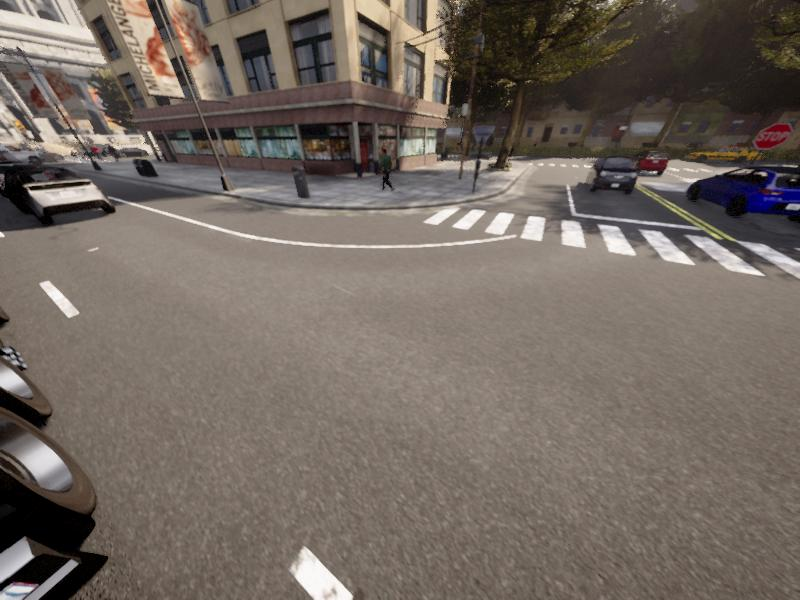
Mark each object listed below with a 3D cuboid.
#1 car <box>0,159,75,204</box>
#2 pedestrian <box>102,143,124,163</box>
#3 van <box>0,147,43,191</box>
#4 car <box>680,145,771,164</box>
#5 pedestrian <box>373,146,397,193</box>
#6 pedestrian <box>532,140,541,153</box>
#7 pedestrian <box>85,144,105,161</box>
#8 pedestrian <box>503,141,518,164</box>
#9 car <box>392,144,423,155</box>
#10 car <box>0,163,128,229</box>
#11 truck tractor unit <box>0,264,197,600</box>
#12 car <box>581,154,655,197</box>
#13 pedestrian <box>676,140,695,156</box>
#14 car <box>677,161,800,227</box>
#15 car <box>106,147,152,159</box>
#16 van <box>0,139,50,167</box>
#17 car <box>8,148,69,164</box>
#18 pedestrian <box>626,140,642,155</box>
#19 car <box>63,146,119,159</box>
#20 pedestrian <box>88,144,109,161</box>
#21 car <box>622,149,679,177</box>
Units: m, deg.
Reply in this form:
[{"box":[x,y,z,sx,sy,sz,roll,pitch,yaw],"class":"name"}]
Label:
[{"box":[-18.088,-5.768,11.056,3.633,1.501,1.845,18,39,24],"class":"car"},{"box":[-32.502,-16.668,26.192,0.751,1.860,0.751,22,41,28],"class":"pedestrian"},{"box":[-23.896,-7.809,13.625,4.442,1.987,1.775,18,39,24],"class":"van"},{"box":[34.947,-15.858,25.106,5.366,1.575,1.801,18,39,24],"class":"car"},{"box":[-0.650,-6.088,10.795,0.751,1.860,0.751,18,39,24],"class":"pedestrian"},{"box":[23.367,-26.332,39.656,0.751,1.860,0.751,18,39,24],"class":"pedestrian"},{"box":[-39.950,-19.298,30.282,0.751,1.860,0.751,-25,42,-31],"class":"pedestrian"},{"box":[11.117,-14.857,23.287,0.751,1.860,0.751,27,43,34],"class":"pedestrian"},{"box":[1.291,-26.799,41.073,5.008,1.535,1.882,18,39,24],"class":"car"},{"box":[-12.661,-3.978,8.454,4.514,1.525,2.007,18,39,24],"class":"car"},{"box":[-5.120,-0.289,0.791,6.516,4.208,3.053,18,39,24],"class":"truck tractor unit"},{"box":[11.024,-6.591,12.031,1.845,1.501,3.633,17,38,23],"class":"car"},{"box":[39.579,-21.081,32.011,0.751,1.860,0.751,18,39,24],"class":"pedestrian"},{"box":[12.855,-4.080,8.465,1.816,1.474,4.193,14,37,20],"class":"car"},{"box":[-43.268,-23.615,36.969,1.994,1.385,4.181,18,39,25],"class":"car"},{"box":[-43.693,-15.677,24.663,2.351,2.431,6.366,18,39,25],"class":"van"},{"box":[-44.980,-18.018,28.813,1.845,1.501,3.633,18,39,25],"class":"car"},{"box":[34.175,-22.274,33.761,0.751,1.860,0.751,16,38,22],"class":"pedestrian"},{"box":[-47.996,-22.981,35.995,2.163,1.488,4.792,18,39,25],"class":"car"},{"box":[-39.393,-19.221,30.169,0.751,1.860,0.751,-19,39,-25],"class":"pedestrian"},{"box":[18.974,-10.624,17.737,1.789,1.549,3.705,17,39,23],"class":"car"}]
